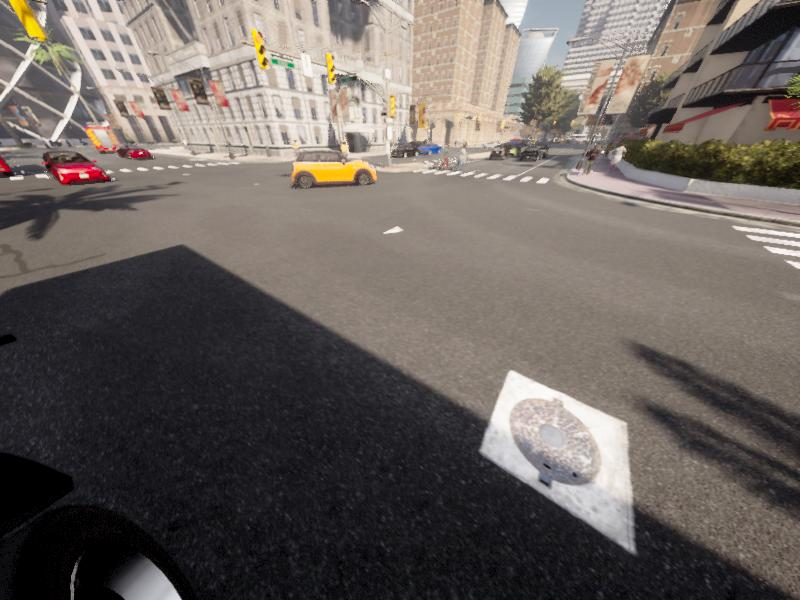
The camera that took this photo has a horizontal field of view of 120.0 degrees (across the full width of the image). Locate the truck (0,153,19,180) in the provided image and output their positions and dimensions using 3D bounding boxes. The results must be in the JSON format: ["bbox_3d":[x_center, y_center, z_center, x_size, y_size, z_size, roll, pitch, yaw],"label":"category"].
[{"bbox_3d":[-28.698,-10.096,14.698,8.468,3.827,2.891,22,41,28],"label":"truck"}]

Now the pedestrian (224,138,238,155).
[{"bbox_3d":[-22.977,-20.874,31.441,0.751,1.860,0.751,15,38,20],"label":"pedestrian"}]

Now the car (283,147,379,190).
[{"bbox_3d":[-3.659,-7.360,12.776,4.553,1.767,2.097,-11,37,-15],"label":"car"}]

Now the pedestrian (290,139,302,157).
[{"bbox_3d":[-13.158,-19.320,29.313,0.751,1.860,0.751,-25,42,-31],"label":"pedestrian"}]

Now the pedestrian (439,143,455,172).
[{"bbox_3d":[3.717,-11.209,18.196,0.751,1.860,0.751,26,43,32],"label":"pedestrian"}]

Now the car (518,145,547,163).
[{"bbox_3d":[15.699,-17.326,27.332,1.837,1.490,4.892,22,40,27],"label":"car"}]

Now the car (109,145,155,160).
[{"bbox_3d":[-31.446,-17.364,27.125,4.181,1.385,1.994,16,38,21],"label":"car"}]

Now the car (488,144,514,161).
[{"bbox_3d":[12.538,-18.273,28.600,1.789,1.549,3.705,22,41,27],"label":"car"}]

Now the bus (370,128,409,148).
[{"bbox_3d":[-2.955,-45.405,64.648,10.273,4.253,3.944,22,40,27],"label":"bus"}]

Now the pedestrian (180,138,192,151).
[{"bbox_3d":[-37.076,-26.987,40.007,0.751,1.860,0.751,27,43,32],"label":"pedestrian"}]

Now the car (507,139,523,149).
[{"bbox_3d":[30.823,-41.850,61.788,2.150,2.045,5.566,22,40,27],"label":"car"}]

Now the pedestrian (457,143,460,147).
[{"bbox_3d":[16.529,-43.824,65.252,0.500,1.100,0.500,21,40,26],"label":"pedestrian"}]

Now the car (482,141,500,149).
[{"bbox_3d":[22.790,-38.905,57.985,3.633,1.501,1.845,21,40,27],"label":"car"}]

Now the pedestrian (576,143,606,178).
[{"bbox_3d":[12.243,-8.971,14.822,0.751,1.860,0.751,27,43,32],"label":"pedestrian"}]

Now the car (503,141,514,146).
[{"bbox_3d":[37.389,-53.888,79.563,1.895,1.301,4.718,22,40,27],"label":"car"}]

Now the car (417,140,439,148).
[{"bbox_3d":[7.202,-40.231,59.650,5.238,1.638,1.930,21,40,27],"label":"car"}]

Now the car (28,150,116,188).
[{"bbox_3d":[-18.952,-7.686,13.349,4.514,1.525,2.007,21,40,27],"label":"car"}]

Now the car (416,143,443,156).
[{"bbox_3d":[4.673,-23.396,35.824,1.882,1.535,5.008,22,40,27],"label":"car"}]

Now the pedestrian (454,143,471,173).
[{"bbox_3d":[4.814,-11.028,17.948,0.751,1.860,0.751,25,42,30],"label":"pedestrian"}]

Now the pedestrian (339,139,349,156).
[{"bbox_3d":[-7.525,-20.466,30.983,0.751,1.860,0.751,15,38,19],"label":"pedestrian"}]

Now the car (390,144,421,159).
[{"bbox_3d":[0.830,-20.175,31.259,1.837,1.490,4.892,22,41,27],"label":"car"}]

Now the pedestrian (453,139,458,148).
[{"bbox_3d":[14.518,-41.050,60.638,0.751,1.860,0.751,24,41,29],"label":"pedestrian"}]

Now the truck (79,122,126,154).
[{"bbox_3d":[-47.285,-25.932,37.030,2.891,3.827,8.468,-29,45,-35],"label":"truck"}]

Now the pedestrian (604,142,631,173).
[{"bbox_3d":[16.068,-10.561,17.109,0.751,1.860,0.751,22,40,27],"label":"pedestrian"}]

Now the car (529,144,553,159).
[{"bbox_3d":[19.306,-20.377,31.594,1.851,1.617,3.988,22,40,27],"label":"car"}]

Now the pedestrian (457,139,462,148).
[{"bbox_3d":[16.386,-43.150,63.634,0.751,1.860,0.751,23,41,29],"label":"pedestrian"}]

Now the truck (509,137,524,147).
[{"bbox_3d":[37.906,-51.490,75.151,2.627,2.467,5.204,22,40,27],"label":"truck"}]

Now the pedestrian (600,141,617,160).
[{"bbox_3d":[24.069,-17.306,26.745,0.751,1.860,0.751,22,40,27],"label":"pedestrian"}]

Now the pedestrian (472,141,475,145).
[{"bbox_3d":[24.566,-52.499,77.364,0.500,1.100,0.500,23,41,28],"label":"pedestrian"}]

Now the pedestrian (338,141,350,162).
[{"bbox_3d":[-6.065,-16.102,25.064,0.751,1.860,0.751,26,43,32],"label":"pedestrian"}]

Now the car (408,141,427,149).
[{"bbox_3d":[4.342,-38.878,57.807,4.514,1.525,2.007,22,40,27],"label":"car"}]

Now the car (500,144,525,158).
[{"bbox_3d":[16.036,-21.185,32.785,2.007,1.525,4.514,22,40,27],"label":"car"}]
